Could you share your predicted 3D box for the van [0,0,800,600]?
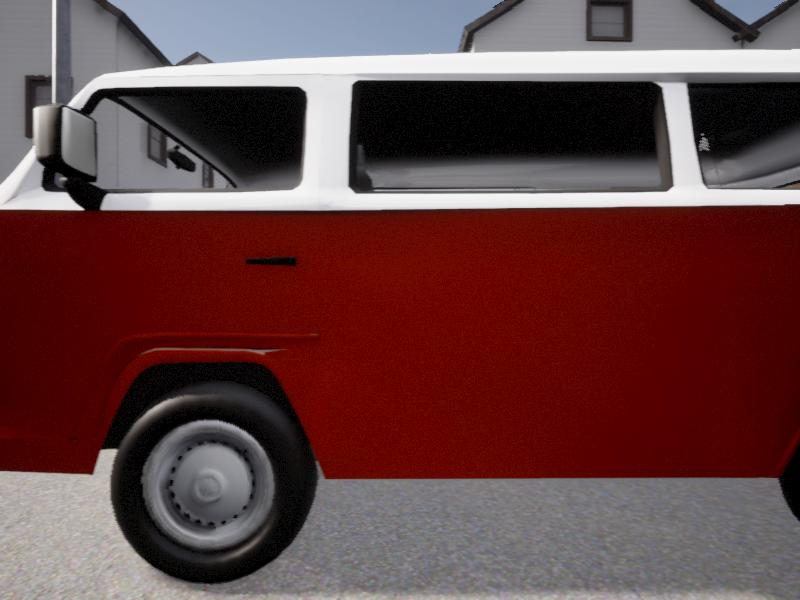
[{"bbox_3d":[0.508,-0.031,2.199,4.480,2.038,2.069,0,0,0],"label":"van"}]
